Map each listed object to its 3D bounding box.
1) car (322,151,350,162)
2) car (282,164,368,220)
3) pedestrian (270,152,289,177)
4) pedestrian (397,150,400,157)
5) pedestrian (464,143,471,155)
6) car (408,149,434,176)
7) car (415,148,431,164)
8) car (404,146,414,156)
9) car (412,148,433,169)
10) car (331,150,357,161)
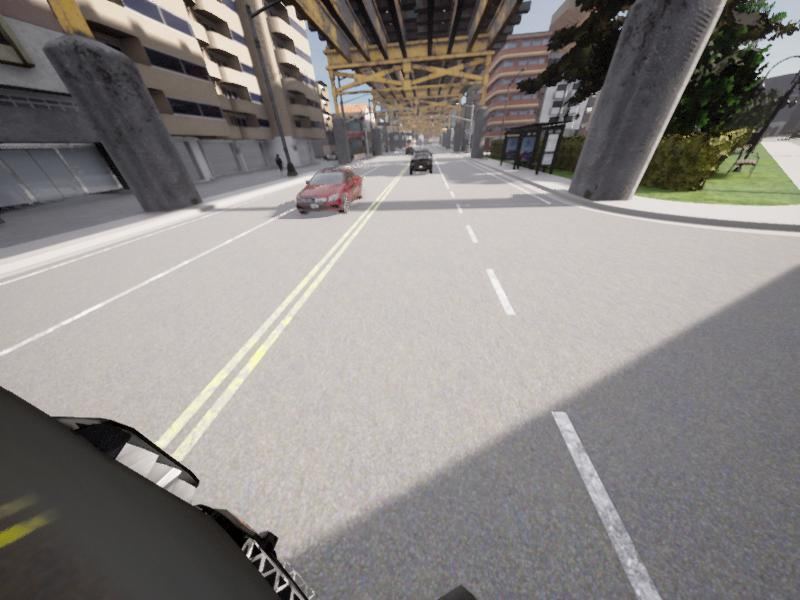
[{"bbox_3d":[-12.440,-27.781,44.667,4.974,1.542,2.038,16,39,26],"label":"car"},{"bbox_3d":[-2.847,-4.867,10.040,1.812,1.442,4.674,1,34,6],"label":"car"},{"bbox_3d":[-11.192,-12.582,21.465,0.751,1.860,0.751,1,34,7],"label":"pedestrian"},{"bbox_3d":[-0.364,-30.749,48.520,0.500,1.100,0.500,5,35,12],"label":"pedestrian"},{"bbox_3d":[12.256,-27.661,42.261,0.751,1.860,0.751,-11,35,-12],"label":"pedestrian"},{"bbox_3d":[1.881,-12.109,20.239,1.930,1.638,5.238,1,34,6],"label":"car"},{"bbox_3d":[3.255,-19.966,31.889,2.038,1.542,4.974,1,34,6],"label":"car"},{"bbox_3d":[2.184,-33.958,52.638,1.930,1.638,5.238,1,34,6],"label":"car"},{"bbox_3d":[2.587,-16.034,26.025,2.152,1.651,5.027,1,34,6],"label":"car"},{"bbox_3d":[-11.712,-30.103,48.055,4.974,1.542,2.038,-10,35,-11],"label":"car"}]
